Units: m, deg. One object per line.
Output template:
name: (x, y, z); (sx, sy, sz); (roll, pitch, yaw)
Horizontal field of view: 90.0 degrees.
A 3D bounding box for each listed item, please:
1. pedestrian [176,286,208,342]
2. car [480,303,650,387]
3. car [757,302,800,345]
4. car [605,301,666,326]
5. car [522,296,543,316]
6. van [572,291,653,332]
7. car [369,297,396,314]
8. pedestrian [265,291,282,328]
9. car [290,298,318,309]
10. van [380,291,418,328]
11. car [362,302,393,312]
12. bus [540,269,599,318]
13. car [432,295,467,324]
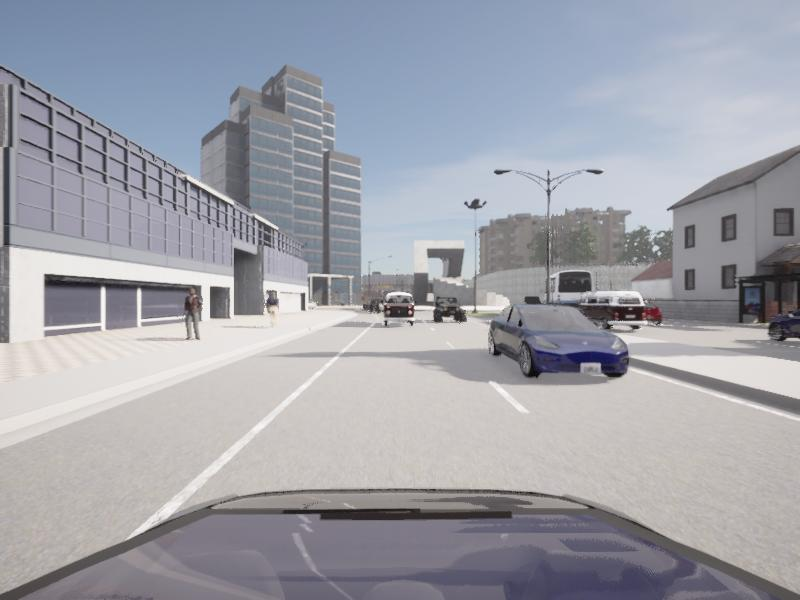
pedestrian: (-7.125, 0.475, 13.724); (0.751, 1.860, 0.751); (0, 0, -6)
car: (3.507, 0.847, 9.742); (2.163, 1.488, 4.792); (0, 0, 0)
car: (14.947, 0.820, 13.896); (1.845, 1.501, 3.633); (0, 0, 1)
car: (15.061, 0.817, 25.830); (1.845, 1.501, 3.633); (0, 0, 1)
car: (13.462, 0.623, 40.859); (1.905, 1.878, 3.866); (0, -1, 16)
van: (11.505, 0.566, 22.097); (2.069, 2.038, 4.480); (0, 1, 0)
car: (-2.103, 0.633, 46.480); (1.932, 1.855, 4.605); (1, 0, -19)
pedestrian: (-6.594, 0.476, 20.876); (0.751, 1.860, 0.751); (0, 0, -9)
car: (-15.982, 0.625, 66.639); (4.605, 1.855, 1.932); (0, -1, 33)
van: (-0.082, 0.564, 24.340); (2.069, 2.038, 4.480); (0, 0, -1)
car: (-3.171, 0.920, 55.509); (1.895, 1.301, 4.718); (0, 0, -37)
bus: (16.660, -0.549, 40.362); (3.944, 4.253, 10.273); (-1, 0, 14)
car: (3.398, 0.634, 28.086); (1.905, 1.878, 3.866); (0, 0, -1)
